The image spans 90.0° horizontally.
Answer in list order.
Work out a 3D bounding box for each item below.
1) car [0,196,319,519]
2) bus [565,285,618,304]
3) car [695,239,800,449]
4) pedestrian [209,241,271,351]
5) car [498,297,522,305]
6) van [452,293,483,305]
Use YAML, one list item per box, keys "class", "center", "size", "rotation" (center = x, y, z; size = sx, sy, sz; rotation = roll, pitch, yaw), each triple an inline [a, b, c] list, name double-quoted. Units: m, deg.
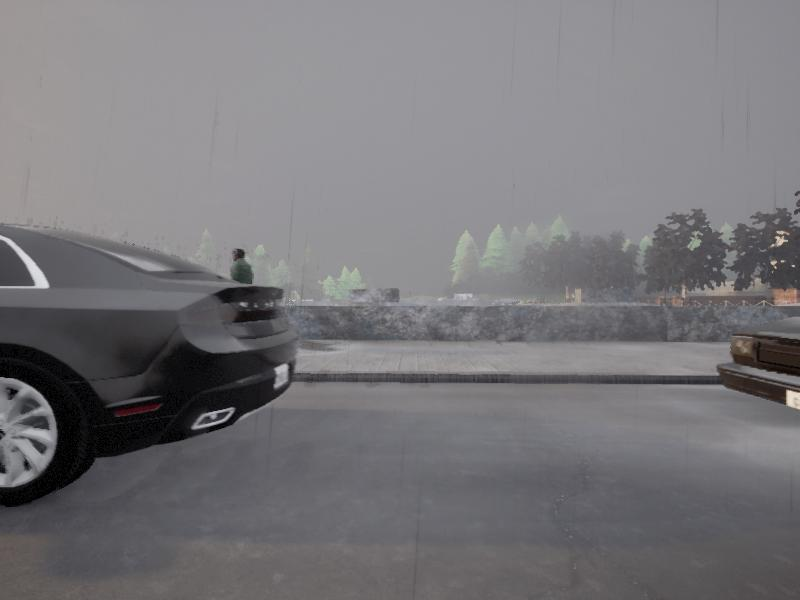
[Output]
- class: "car"
  center: [-3.230, 0.246, 2.846]
  size: [4.892, 1.490, 1.837]
  rotation: [0, 0, 2]
- class: "bus"
  center: [43.792, -1.139, 91.644]
  size: [10.273, 4.253, 3.944]
  rotation: [0, 0, 2]
- class: "car"
  center: [5.356, 0.295, 2.573]
  size: [5.357, 1.411, 2.033]
  rotation: [0, 0, 2]
- class: "pedestrian"
  center: [-2.875, -0.067, 7.244]
  size: [0.751, 1.860, 0.751]
  rotation: [0, 0, 13]
- class: "car"
  center: [24.334, 0.168, 88.402]
  size: [4.856, 1.649, 2.033]
  rotation: [0, 0, 2]
- class: "van"
  center: [14.933, -0.227, 88.709]
  size: [6.366, 2.431, 2.351]
  rotation: [0, 0, 2]
